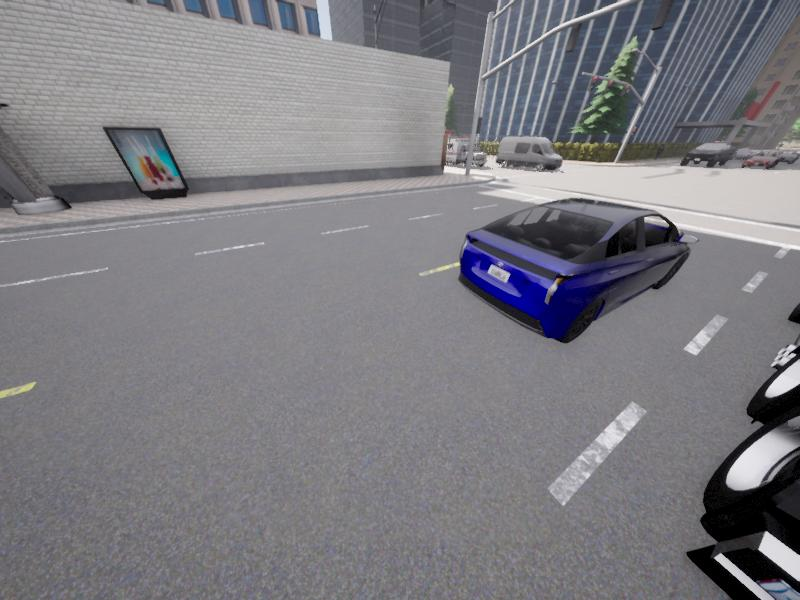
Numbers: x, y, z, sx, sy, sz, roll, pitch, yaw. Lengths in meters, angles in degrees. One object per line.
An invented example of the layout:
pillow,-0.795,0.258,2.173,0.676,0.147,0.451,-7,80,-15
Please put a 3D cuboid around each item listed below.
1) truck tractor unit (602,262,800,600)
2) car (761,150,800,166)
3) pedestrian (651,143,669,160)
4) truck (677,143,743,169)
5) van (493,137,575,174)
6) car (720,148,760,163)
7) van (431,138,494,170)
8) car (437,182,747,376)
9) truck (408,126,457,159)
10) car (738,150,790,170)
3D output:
truck tractor unit,5.106,-0.305,0.787,6.516,4.208,3.053,-18,39,-24
car,45.875,-17.062,27.633,4.181,1.385,1.994,-18,39,-24
pedestrian,33.446,-19.098,29.725,0.751,1.860,0.751,-28,44,-35
truck,32.936,-15.449,24.583,6.274,2.098,2.390,-18,39,-24
van,12.000,-13.537,21.396,1.988,2.561,5.915,-20,39,-26
car,44.772,-19.043,30.402,4.674,1.442,1.812,-18,39,-24
van,6.104,-15.182,23.811,2.351,2.431,6.366,-18,39,-24
car,3.120,-0.868,3.931,4.514,1.525,2.007,-18,39,-24
truck,4.845,-24.988,36.656,2.891,3.827,8.468,-18,39,-24
car,36.240,-13.961,23.017,4.193,1.474,1.816,-18,39,-24
